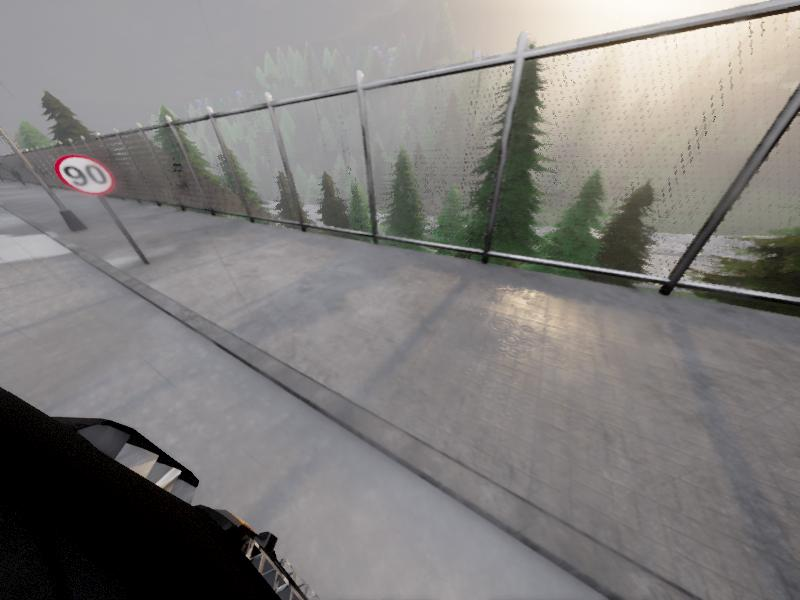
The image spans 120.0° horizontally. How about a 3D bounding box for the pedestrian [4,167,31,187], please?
[{"bbox_3d":[-43.753,-14.073,26.420,0.751,1.860,0.751,17,38,27],"label":"pedestrian"}]
